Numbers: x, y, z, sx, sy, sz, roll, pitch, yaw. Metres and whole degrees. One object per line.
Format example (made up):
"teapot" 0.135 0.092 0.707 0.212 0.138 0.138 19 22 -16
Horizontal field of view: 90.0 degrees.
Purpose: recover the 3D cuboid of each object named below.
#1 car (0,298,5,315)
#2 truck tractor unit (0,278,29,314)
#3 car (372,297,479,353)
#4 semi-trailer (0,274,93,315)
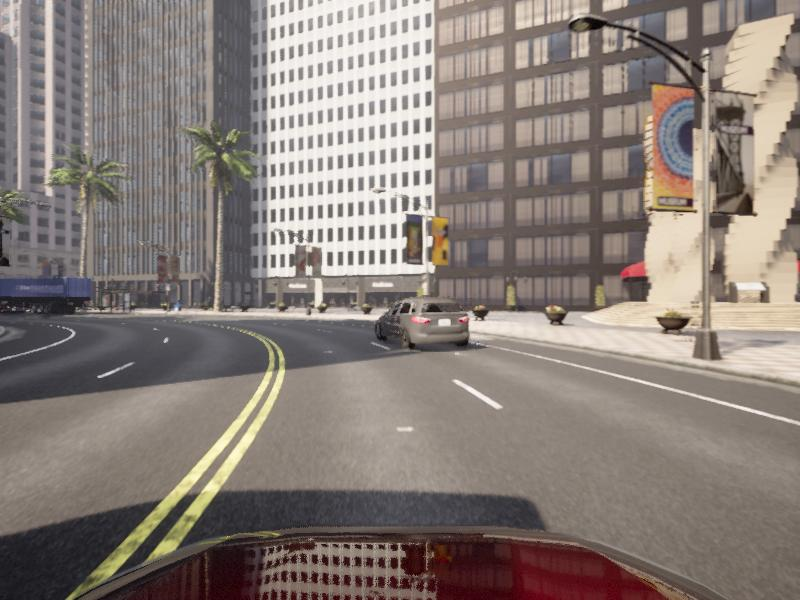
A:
"car" -46.457 0.712 44.300 4.605 1.855 1.932 1 0 19
"truck tractor unit" -49.369 -0.465 48.990 6.516 4.208 3.053 0 0 19
"car" 0.668 0.758 14.499 2.242 1.667 4.611 0 0 -19
"semi-trailer" -41.898 -0.569 46.365 14.254 4.402 2.717 0 0 20
